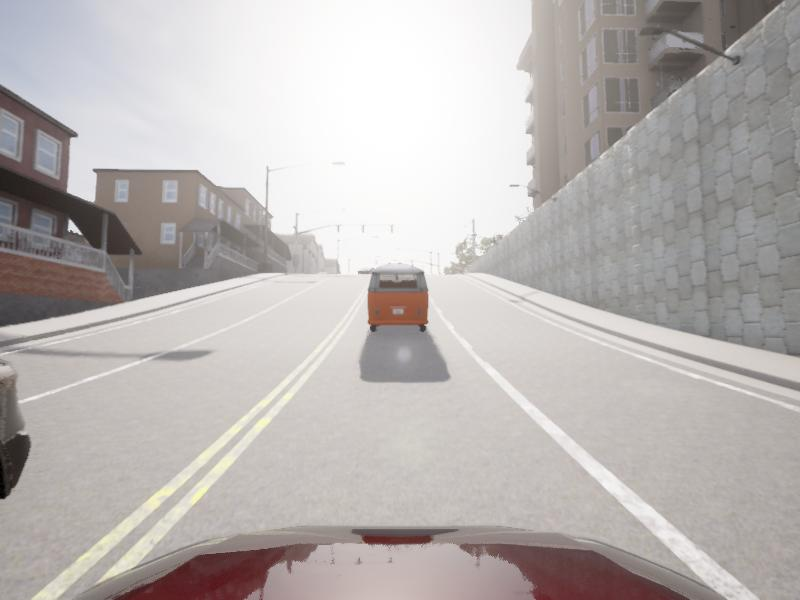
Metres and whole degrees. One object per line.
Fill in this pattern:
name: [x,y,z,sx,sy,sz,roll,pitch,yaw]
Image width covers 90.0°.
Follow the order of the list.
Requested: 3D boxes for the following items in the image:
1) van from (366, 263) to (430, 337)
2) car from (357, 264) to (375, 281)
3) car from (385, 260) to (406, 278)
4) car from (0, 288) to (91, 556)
van: [-0.085,-0.183,13.461,1.775,1.987,4.442,0,6,-1]
car: [-4.025,-3.267,48.014,1.882,1.535,5.008,0,-1,-1]
car: [-0.468,-3.266,42.634,2.128,1.511,4.902,0,0,-1]
car: [-3.456,0.768,0.748,2.033,1.649,4.856,0,1,-1]
